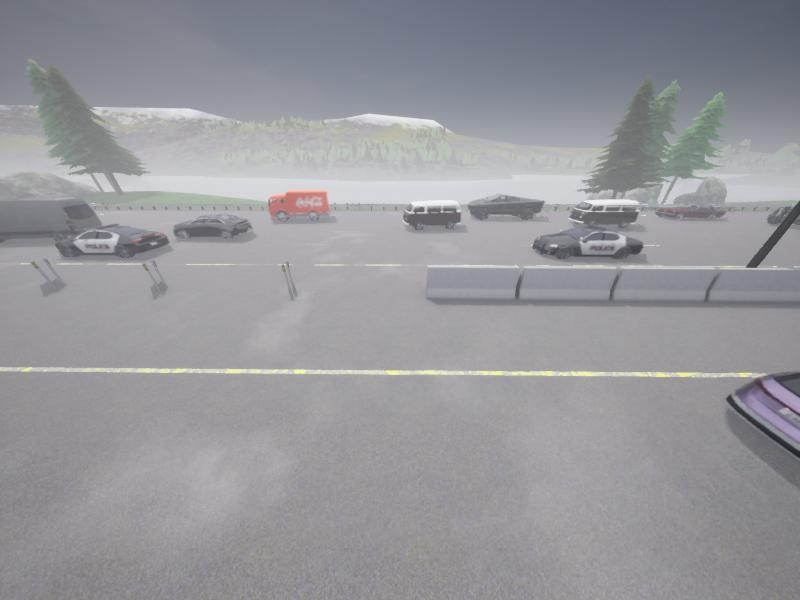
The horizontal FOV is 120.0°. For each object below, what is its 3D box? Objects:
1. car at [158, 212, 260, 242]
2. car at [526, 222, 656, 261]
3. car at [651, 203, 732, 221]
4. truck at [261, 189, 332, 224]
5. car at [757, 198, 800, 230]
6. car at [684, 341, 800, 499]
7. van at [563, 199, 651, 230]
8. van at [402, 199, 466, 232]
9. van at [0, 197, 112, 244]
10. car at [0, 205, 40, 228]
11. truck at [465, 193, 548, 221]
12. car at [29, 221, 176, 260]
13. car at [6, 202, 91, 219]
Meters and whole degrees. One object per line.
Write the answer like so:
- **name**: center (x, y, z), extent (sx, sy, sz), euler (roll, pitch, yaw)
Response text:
- **car**: center (-12.892, -5.095, 15.922), extent (4.902, 1.511, 2.128), euler (0, 30, 0)
- **car**: center (10.126, -3.232, 12.679), extent (4.974, 1.542, 2.038), euler (1, 30, 0)
- **car**: center (27.129, -8.295, 21.677), extent (4.718, 1.301, 1.895), euler (0, 30, 0)
- **truck**: center (-9.119, -8.615, 21.056), extent (5.204, 2.467, 2.627), euler (-6, 31, -11)
- **car**: center (33.524, -6.839, 18.409), extent (5.566, 2.045, 2.150), euler (0, 30, 0)
- **car**: center (8.429, 1.964, 3.576), extent (4.856, 1.649, 2.033), euler (0, 30, 0)
- **van**: center (16.371, -6.923, 18.555), extent (4.480, 2.038, 2.069), euler (0, 30, 1)
- **van**: center (2.519, -6.678, 18.138), extent (4.480, 2.038, 2.069), euler (-5, 30, -9)
- **van**: center (-24.041, -5.277, 15.209), extent (5.915, 2.561, 1.988), euler (-4, 30, -7)
- **car**: center (-33.750, -6.943, 19.147), extent (4.193, 1.474, 1.816), euler (0, 30, 1)
- **truck**: center (9.684, -8.732, 21.631), extent (6.274, 2.098, 2.390), euler (0, 30, 1)
- **car**: center (-16.262, -3.371, 12.918), extent (4.974, 1.542, 2.038), euler (1, 30, 0)
- **car**: center (-33.608, -8.616, 22.223), extent (4.718, 1.301, 1.895), euler (0, 30, 1)
